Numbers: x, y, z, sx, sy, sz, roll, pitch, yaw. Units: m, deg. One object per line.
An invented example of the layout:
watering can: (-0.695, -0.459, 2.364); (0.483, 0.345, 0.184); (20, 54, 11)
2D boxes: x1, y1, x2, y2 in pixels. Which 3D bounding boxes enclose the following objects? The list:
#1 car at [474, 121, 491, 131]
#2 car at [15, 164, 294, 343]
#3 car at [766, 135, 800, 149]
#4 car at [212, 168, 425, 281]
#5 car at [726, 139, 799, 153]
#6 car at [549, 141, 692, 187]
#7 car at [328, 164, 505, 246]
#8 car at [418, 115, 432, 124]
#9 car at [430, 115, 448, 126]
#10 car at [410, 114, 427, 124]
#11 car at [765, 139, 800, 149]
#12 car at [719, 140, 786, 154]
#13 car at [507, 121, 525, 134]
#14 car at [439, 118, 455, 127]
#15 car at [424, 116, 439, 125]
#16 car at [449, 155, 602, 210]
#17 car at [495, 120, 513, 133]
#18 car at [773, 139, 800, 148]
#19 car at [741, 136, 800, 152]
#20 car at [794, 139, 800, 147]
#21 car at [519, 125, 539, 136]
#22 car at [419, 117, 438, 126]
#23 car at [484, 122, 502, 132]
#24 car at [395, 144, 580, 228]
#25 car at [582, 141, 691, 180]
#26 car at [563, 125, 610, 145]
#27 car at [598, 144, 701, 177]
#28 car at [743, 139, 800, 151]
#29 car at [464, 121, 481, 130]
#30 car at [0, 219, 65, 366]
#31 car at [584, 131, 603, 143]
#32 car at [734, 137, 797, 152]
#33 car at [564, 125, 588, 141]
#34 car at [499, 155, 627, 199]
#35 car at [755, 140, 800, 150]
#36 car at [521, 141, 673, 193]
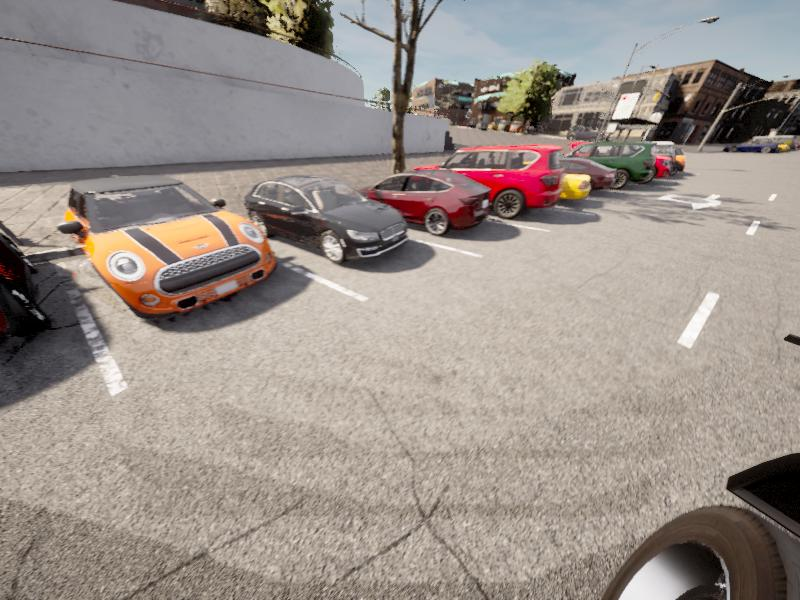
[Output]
car: (19.334, -40.869, 54.302); (2.002, 1.452, 4.674); (27, 43, 25)
car: (-4.587, -1.397, 4.393); (4.553, 1.767, 2.185); (21, 40, 29)
car: (74.047, -29.432, 43.043); (5.566, 2.045, 2.435); (27, 43, 35)
car: (-2.101, -2.280, 5.849); (4.892, 1.521, 2.231); (21, 40, 29)
car: (52.807, -22.578, 33.917); (5.366, 1.575, 1.946); (25, 42, 33)
car: (12.743, -8.423, 14.057); (5.566, 2.045, 2.435); (21, 40, 29)
car: (0.338, -3.255, 7.266); (4.792, 1.488, 2.163); (21, 40, 29)
car: (7.290, -52.459, 67.299); (2.185, 1.767, 4.553); (24, 40, 25)
car: (10.762, -49.291, 63.446); (2.435, 2.045, 5.566); (27, 42, 24)
car: (5.543, -54.043, 69.078); (2.435, 2.045, 5.566); (23, 39, 27)
car: (71.325, -28.405, 42.114); (4.674, 1.452, 2.002); (27, 43, 35)
car: (49.984, -21.851, 32.982); (4.792, 1.488, 2.163); (25, 42, 33)
car: (24.388, -36.070, 48.412); (1.878, 1.987, 4.442); (27, 43, 25)
car: (12.591, -47.557, 61.879); (1.946, 1.575, 5.366); (26, 42, 24)
car: (8.994, -50.840, 65.395); (2.185, 1.767, 4.553); (26, 42, 24)
car: (5.141, -5.318, 10.120); (5.366, 1.575, 1.946); (21, 40, 29)
car: (22.685, -37.721, 50.295); (1.878, 1.987, 4.442); (27, 43, 25)
car: (76.733, -30.019, 44.291); (5.008, 1.535, 2.097); (28, 43, 35)
car: (58.040, -24.490, 36.203); (4.442, 1.987, 1.878); (26, 42, 33)
car: (87.654, -33.144, 48.415); (4.553, 1.767, 2.185); (29, 44, 36)
car: (26.125, -34.297, 46.749); (2.231, 1.521, 4.892); (27, 42, 25)
car: (7.407, -46.454, 59.954); (2.128, 1.511, 4.902); (-21, 45, -29)
car: (21.141, -39.338, 52.518); (1.946, 1.575, 5.366); (27, 42, 25)
car: (2.801, -4.479, 8.506); (5.566, 2.045, 2.435); (21, 40, 29)
car: (15.299, -9.353, 15.410); (4.442, 1.987, 1.878); (22, 40, 29)
car: (26.969, -24.017, 33.610); (1.932, 1.855, 4.605); (-20, 45, -28)
car: (17.728, -10.268, 16.874); (4.553, 1.767, 2.185); (22, 41, 29)
car: (60.608, -25.184, 37.565); (4.892, 1.521, 2.231); (26, 42, 34)
car: (17.617, -42.515, 56.177); (2.002, 1.452, 4.674); (27, 42, 25)
car: (-7.001, -0.377, 2.963); (4.553, 1.767, 2.185); (21, 41, 29)
car: (32.923, -27.678, 39.262); (2.002, 1.452, 4.674); (27, 42, 25)
car: (55.281, -23.614, 35.160); (4.553, 1.767, 2.185); (26, 42, 33)
car: (31.257, -29.566, 40.978); (2.435, 2.045, 5.566); (27, 42, 25)
car: (7.765, -6.211, 11.446); (4.674, 1.452, 2.002); (21, 41, 29)
car: (65.953, -26.797, 39.878); (4.674, 1.452, 2.002); (27, 43, 34)
car: (10.211, -7.451, 12.690); (5.566, 2.045, 2.435); (21, 41, 29)
